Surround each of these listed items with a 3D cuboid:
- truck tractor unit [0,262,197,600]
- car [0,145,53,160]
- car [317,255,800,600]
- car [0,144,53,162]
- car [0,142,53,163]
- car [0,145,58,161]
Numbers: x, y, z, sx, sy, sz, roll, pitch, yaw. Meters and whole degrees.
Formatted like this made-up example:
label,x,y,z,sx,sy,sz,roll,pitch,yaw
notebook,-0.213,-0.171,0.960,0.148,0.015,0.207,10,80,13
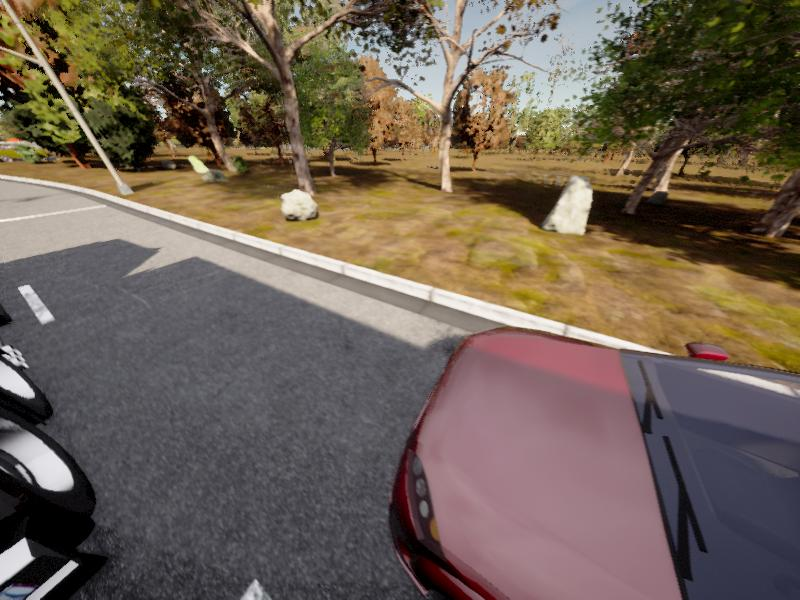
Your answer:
label,x,y,z,sx,sy,sz,roll,pitch,yaw
truck tractor unit,-5.113,-0.296,0.788,6.516,4.208,3.053,18,39,24
car,-53.358,-20.476,32.016,1.946,1.575,5.366,10,36,14
car,2.025,1.220,1.039,4.181,1.385,1.994,18,39,24
car,-48.549,-18.665,29.179,2.185,1.767,4.553,9,35,13
car,-46.167,-17.717,27.630,1.878,1.987,4.442,9,35,13
car,-50.877,-19.676,30.860,1.946,1.575,5.366,9,35,14
